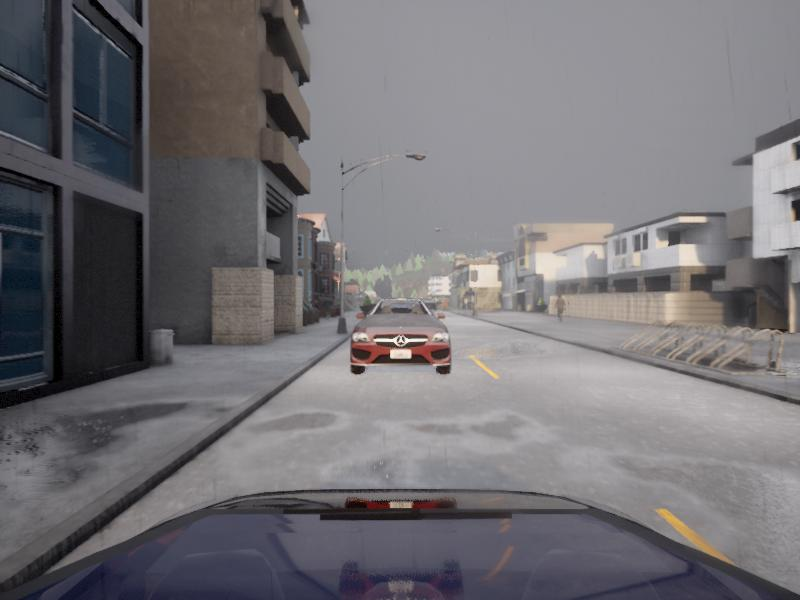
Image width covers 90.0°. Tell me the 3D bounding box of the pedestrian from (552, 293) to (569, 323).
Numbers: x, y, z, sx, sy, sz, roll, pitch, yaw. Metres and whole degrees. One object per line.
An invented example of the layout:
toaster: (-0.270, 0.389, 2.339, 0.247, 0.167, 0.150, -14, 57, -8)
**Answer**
pedestrian: (9.972, 0.486, 24.862, 0.751, 1.860, 0.751, 0, 0, -1)

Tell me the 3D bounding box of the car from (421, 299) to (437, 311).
car: (4.093, 0.665, 57.456, 1.930, 1.638, 5.238, 0, 0, 0)

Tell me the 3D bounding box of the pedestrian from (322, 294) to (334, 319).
pedestrian: (-5.292, 0.478, 29.388, 0.751, 1.860, 0.751, 0, 0, -3)

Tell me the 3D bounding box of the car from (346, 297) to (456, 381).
car: (0.020, 0.760, 10.324, 2.152, 1.651, 5.027, 0, 0, 0)

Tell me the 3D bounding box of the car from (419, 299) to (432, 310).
car: (4.104, 0.682, 64.705, 1.801, 1.575, 5.366, 0, 0, 0)

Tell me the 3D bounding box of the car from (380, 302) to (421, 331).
car: (0.035, 0.851, 22.593, 2.033, 1.411, 5.357, 0, 0, 0)
